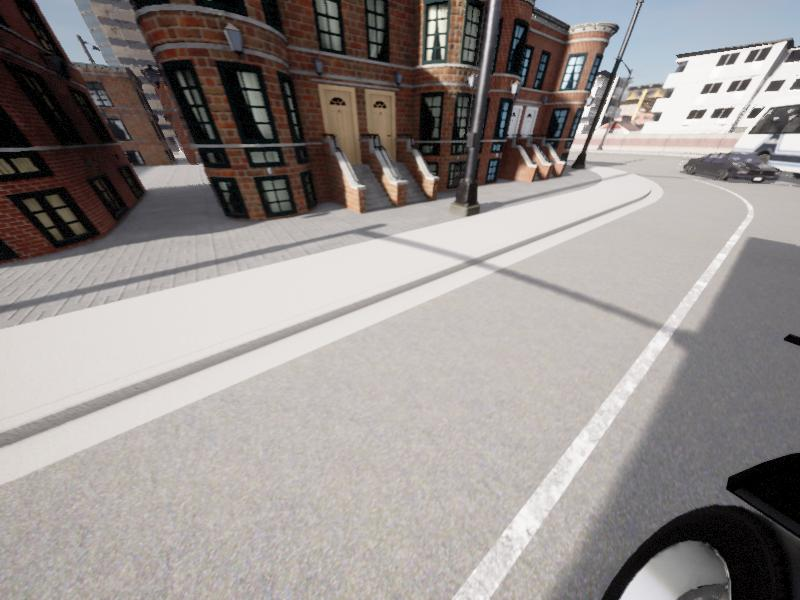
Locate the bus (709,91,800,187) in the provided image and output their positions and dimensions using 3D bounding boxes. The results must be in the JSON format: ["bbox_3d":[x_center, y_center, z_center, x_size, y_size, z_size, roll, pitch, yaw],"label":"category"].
[{"bbox_3d":[23.402,-8.198,11.665,3.944,4.253,10.273,12,37,16],"label":"bus"}]

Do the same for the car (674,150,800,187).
[{"bbox_3d":[20.249,-8.283,14.289,2.033,1.411,5.357,12,37,17],"label":"car"}]
